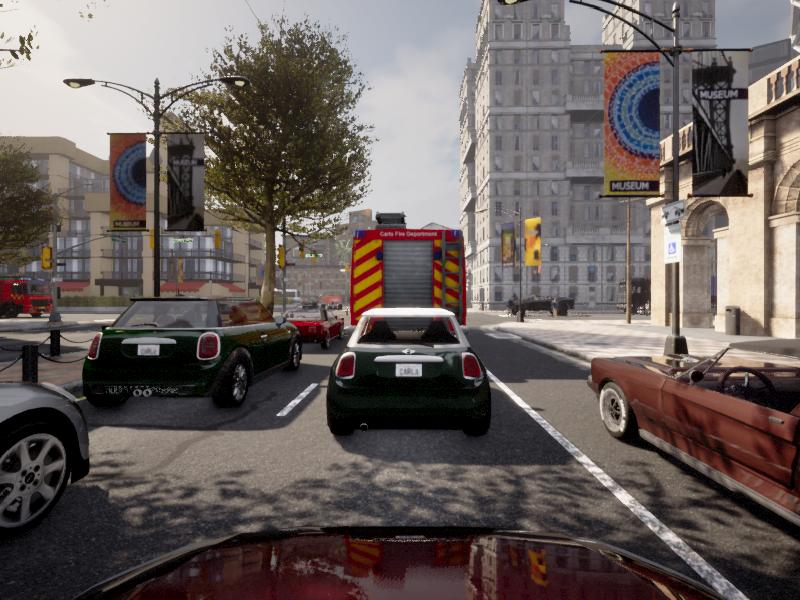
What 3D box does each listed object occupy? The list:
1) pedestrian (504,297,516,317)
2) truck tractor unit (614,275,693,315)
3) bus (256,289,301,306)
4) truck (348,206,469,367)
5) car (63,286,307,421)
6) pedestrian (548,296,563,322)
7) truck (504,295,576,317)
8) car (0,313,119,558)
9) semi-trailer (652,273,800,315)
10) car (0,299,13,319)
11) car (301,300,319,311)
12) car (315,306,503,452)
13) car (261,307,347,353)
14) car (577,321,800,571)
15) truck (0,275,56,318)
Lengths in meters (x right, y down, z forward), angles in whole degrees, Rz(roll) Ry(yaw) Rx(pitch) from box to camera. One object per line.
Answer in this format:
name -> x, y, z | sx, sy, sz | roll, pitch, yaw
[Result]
pedestrian -> 10.117, 0.637, 36.853 | 0.751, 1.860, 0.751 | 0, 0, -12
truck tractor unit -> 27.187, -0.522, 43.154 | 6.516, 4.208, 3.053 | 0, 0, 1
bus -> -30.942, -0.539, 102.441 | 10.273, 4.253, 3.944 | 0, 0, 2
truck -> 0.274, -0.321, 13.781 | 2.891, 3.827, 8.468 | 0, 0, 1
car -> -3.355, 0.694, 7.527 | 2.097, 1.767, 4.553 | 0, 0, 1
pedestrian -> 11.092, 0.632, 28.554 | 0.751, 1.860, 0.751 | 0, 0, -1
truck -> 13.835, 0.541, 39.849 | 6.274, 2.098, 2.390 | 0, 0, 1
car -> -3.473, 0.853, 1.600 | 1.970, 1.475, 3.806 | 0, 0, 1
semi-trailer -> 35.096, -0.617, 43.012 | 14.254, 4.402, 2.717 | 0, 0, 1
car -> -36.048, 0.771, 33.548 | 5.238, 1.638, 1.930 | 0, 0, 0
car -> -13.798, 0.815, 61.323 | 1.789, 1.549, 3.705 | 0, 0, 1
car -> 0.119, 0.853, 6.110 | 1.970, 1.475, 3.806 | 0, 0, 1
car -> -3.218, 0.944, 14.445 | 1.895, 1.301, 4.718 | 0, 0, 1
car -> 3.308, 0.938, 3.058 | 1.895, 1.301, 4.718 | 0, 0, 1
truck -> -37.345, -0.320, 37.063 | 8.468, 3.827, 2.891 | 0, 0, 1
